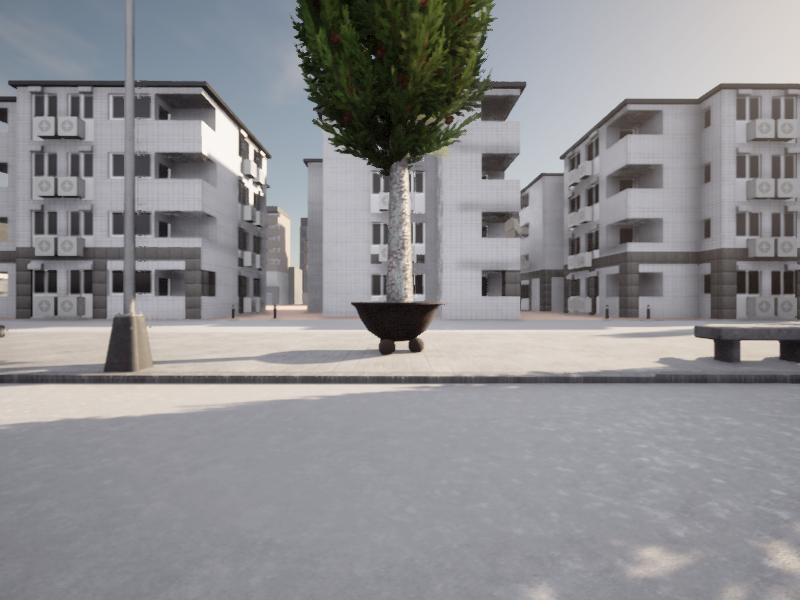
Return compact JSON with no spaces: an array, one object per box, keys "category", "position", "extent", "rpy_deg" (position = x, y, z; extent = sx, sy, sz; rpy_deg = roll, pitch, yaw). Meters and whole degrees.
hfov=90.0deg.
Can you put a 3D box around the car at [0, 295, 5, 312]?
[{"category":"car","position":[-29.164,0.232,26.080],"extent":[1.853,1.218,4.536],"rpy_deg":[0,0,30]}]

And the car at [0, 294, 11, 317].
[{"category":"car","position":[-29.138,0.390,26.126],"extent":[2.038,1.542,4.974],"rpy_deg":[0,0,30]}]
